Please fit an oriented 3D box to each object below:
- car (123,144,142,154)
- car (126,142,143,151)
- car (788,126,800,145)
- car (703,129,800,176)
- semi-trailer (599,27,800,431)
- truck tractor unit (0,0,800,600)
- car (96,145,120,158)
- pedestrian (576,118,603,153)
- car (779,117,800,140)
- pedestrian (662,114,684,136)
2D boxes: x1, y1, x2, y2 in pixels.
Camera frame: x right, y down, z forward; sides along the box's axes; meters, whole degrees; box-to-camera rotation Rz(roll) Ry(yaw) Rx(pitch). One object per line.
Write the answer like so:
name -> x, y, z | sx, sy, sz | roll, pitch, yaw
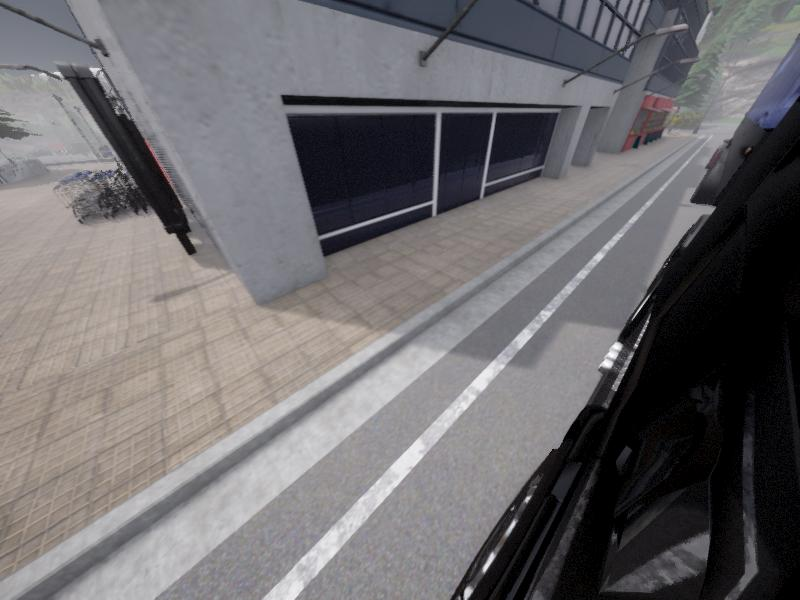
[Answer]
car -> -52.368, -29.652, 45.311 | 1.970, 1.475, 3.806 | -31, 45, -32
car -> -64.922, -37.573, 56.628 | 2.152, 1.636, 5.027 | -31, 45, -32
car -> 29.953, -12.012, 16.363 | 3.705, 1.549, 1.789 | -29, 44, -31
car -> 16.045, -6.885, 10.624 | 4.181, 1.385, 1.994 | -30, 44, -31
semi-trailer -> 8.618, -3.668, 4.292 | 14.254, 4.402, 2.717 | -29, 44, -30
truck tractor unit -> 2.645, -0.295, 0.351 | 6.516, 4.208, 3.053 | -28, 44, -30
car -> -49.521, -25.269, 39.258 | 1.845, 1.501, 3.633 | -31, 45, -32
pedestrian -> 12.569, -10.908, 15.361 | 0.751, 1.860, 0.751 | 21, 43, 28
car -> 35.153, -14.905, 19.969 | 4.674, 1.442, 1.812 | -30, 44, -31
pedestrian -> 30.099, -19.272, 25.457 | 0.751, 1.860, 0.751 | -27, 43, -28
